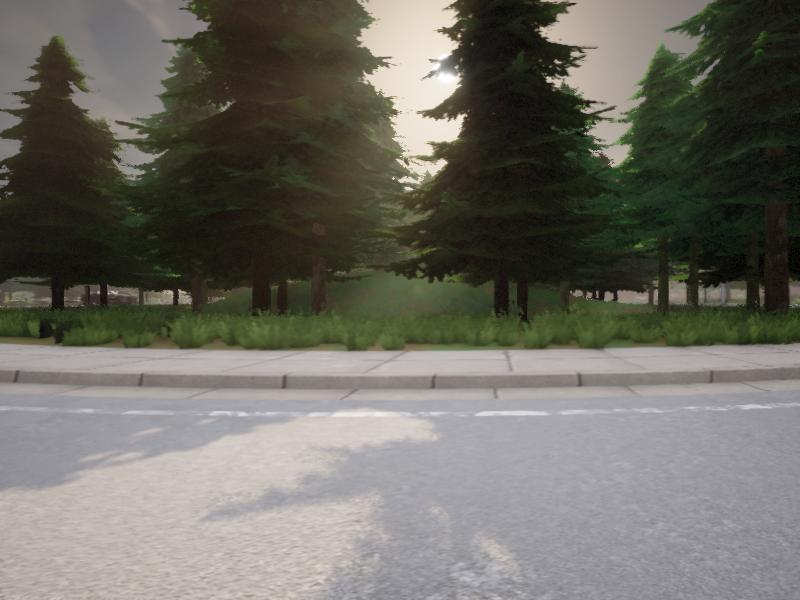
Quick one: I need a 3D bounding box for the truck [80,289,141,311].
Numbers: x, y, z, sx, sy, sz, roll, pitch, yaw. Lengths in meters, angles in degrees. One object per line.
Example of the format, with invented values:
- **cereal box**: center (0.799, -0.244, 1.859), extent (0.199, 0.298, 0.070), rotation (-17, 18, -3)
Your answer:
- **truck**: center (-29.893, 0.018, 41.667), extent (2.390, 2.098, 6.274), rotation (0, 0, -7)
